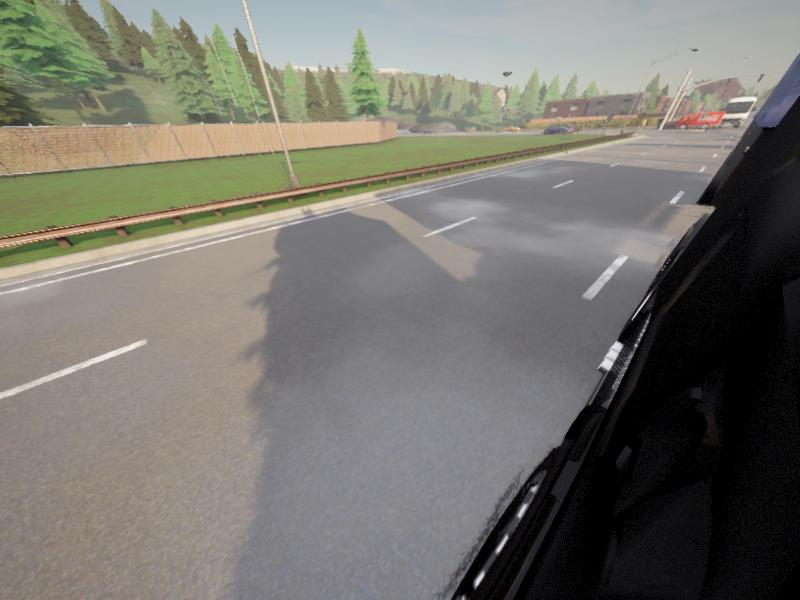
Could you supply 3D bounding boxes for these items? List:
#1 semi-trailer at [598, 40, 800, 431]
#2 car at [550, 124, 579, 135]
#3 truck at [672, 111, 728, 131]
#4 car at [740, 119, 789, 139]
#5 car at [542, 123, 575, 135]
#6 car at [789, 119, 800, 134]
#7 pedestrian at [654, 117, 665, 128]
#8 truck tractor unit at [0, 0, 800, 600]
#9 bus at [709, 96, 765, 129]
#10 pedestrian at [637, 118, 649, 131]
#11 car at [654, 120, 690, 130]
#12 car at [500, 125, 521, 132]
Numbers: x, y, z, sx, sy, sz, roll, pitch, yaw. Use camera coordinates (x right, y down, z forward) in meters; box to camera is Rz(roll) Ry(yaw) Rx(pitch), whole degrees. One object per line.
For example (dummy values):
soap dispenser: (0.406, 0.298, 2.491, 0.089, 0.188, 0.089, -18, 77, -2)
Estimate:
semi-trailer: (8.701, -3.589, 4.245, 14.254, 4.402, 2.717, -28, 44, -30)
car: (32.550, -33.852, 45.808, 1.851, 1.617, 3.988, -27, 43, -30)
truck: (52.247, -31.245, 40.400, 2.627, 2.467, 5.204, -27, 43, -29)
car: (38.420, -18.149, 24.450, 4.902, 1.511, 2.128, -28, 43, -30)
car: (30.009, -32.411, 43.866, 2.097, 1.767, 4.553, -27, 43, -30)
car: (46.754, -19.826, 26.228, 3.806, 1.475, 1.970, -28, 44, -30)
pedestrian: (56.957, -39.000, 50.693, 0.751, 1.860, 0.751, -32, 46, -33)
truck tractor unit: (2.645, -0.295, 0.351, 6.516, 4.208, 3.053, -28, 44, -30)
bus: (61.439, -34.116, 42.210, 10.273, 4.253, 3.944, -28, 44, -30)
pedestrian: (43.833, -31.644, 41.656, 0.751, 1.860, 0.751, 28, 46, 34)
car: (55.815, -36.046, 47.555, 4.181, 1.385, 1.994, 6, 38, 12)
car: (32.615, -50.784, 68.562, 1.801, 1.575, 5.366, -23, 41, -25)
